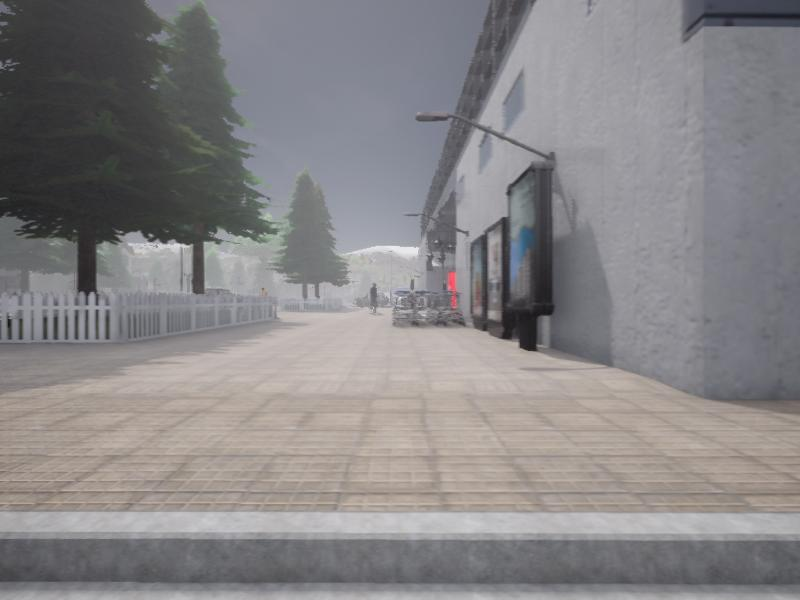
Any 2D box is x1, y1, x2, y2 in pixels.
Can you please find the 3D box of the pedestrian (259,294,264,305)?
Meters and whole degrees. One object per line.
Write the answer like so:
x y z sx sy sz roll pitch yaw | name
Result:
-24.745 -0.060 71.377 0.751 1.860 0.751 0 0 -15 | pedestrian

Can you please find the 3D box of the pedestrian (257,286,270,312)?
-9.987 -0.091 29.308 0.751 1.860 0.751 0 0 -6 | pedestrian

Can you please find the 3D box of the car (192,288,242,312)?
-16.556 0.009 36.612 2.150 2.045 5.566 0 0 -1 | car

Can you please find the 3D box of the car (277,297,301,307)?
-17.154 0.295 62.127 2.163 1.488 4.792 0 0 3 | car

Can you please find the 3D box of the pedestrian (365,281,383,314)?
-1.471 -0.131 22.688 0.751 1.860 0.751 0 0 41 | pedestrian

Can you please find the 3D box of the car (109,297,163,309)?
-32.873 0.344 49.924 5.357 1.411 2.033 0 0 -1 | car

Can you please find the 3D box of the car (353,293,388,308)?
-3.937 0.062 53.787 4.605 1.855 1.932 0 0 -1 | car
